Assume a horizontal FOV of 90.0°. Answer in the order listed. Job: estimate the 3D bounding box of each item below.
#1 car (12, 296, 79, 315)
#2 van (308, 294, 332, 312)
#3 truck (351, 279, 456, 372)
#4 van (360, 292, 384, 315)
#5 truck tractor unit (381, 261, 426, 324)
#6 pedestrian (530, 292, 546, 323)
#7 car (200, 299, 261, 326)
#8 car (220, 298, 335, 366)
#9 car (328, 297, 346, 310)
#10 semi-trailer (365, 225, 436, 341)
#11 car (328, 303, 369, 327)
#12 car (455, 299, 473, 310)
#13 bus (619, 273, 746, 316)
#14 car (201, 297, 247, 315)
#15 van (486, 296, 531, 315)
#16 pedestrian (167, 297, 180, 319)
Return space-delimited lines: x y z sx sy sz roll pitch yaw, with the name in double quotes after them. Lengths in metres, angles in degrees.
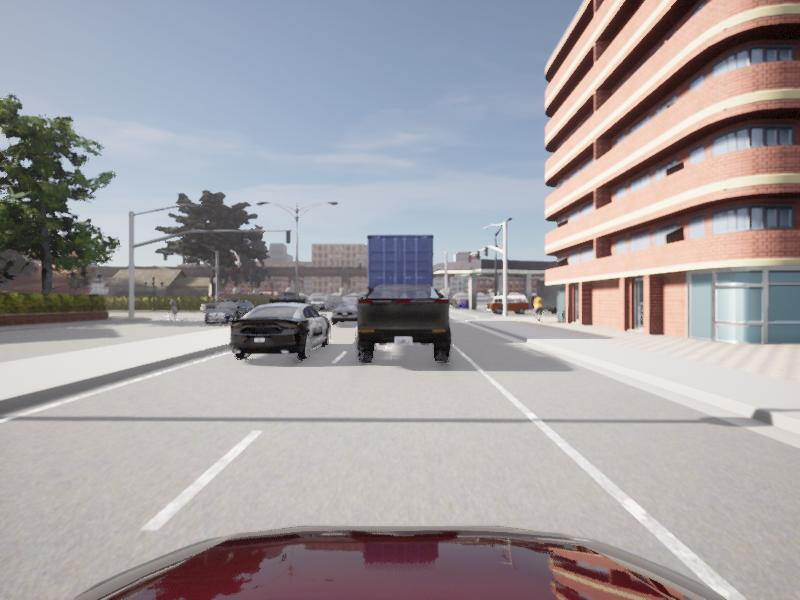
-39.540 0.578 44.707 5.566 2.045 2.150 0 0 0 "car"
-10.900 0.391 54.930 2.351 2.431 6.366 0 0 -3 "van"
0.131 0.560 12.241 2.390 2.098 6.274 0 0 1 "truck"
-3.143 0.388 46.371 2.351 2.431 6.366 0 0 0 "van"
0.232 -0.514 30.261 3.053 4.208 6.516 0 0 0 "truck tractor unit"
8.614 0.468 24.929 0.751 1.860 0.751 0 0 1 "pedestrian"
-11.291 0.784 27.042 2.033 1.649 4.856 0 0 0 "car"
-3.406 0.774 12.346 1.930 1.638 5.238 0 0 0 "car"
-10.966 0.586 70.027 2.150 2.045 5.566 0 0 0 "car"
0.133 -0.617 22.350 2.717 4.402 14.254 0 0 1 "semi-trailer"
-3.297 0.901 26.593 2.033 1.411 5.357 0 0 0 "car"
10.203 0.653 64.551 2.242 1.667 4.611 0 0 1 "car"
28.677 -0.524 41.089 10.273 4.253 3.944 0 0 0 "bus"
-20.006 0.665 45.473 4.605 1.855 1.932 1 1 -27 "car"
11.955 0.581 44.338 4.480 2.038 2.069 0 0 -1 "van"
-18.704 0.645 33.040 0.751 1.860 0.751 0 0 -4 "pedestrian"
